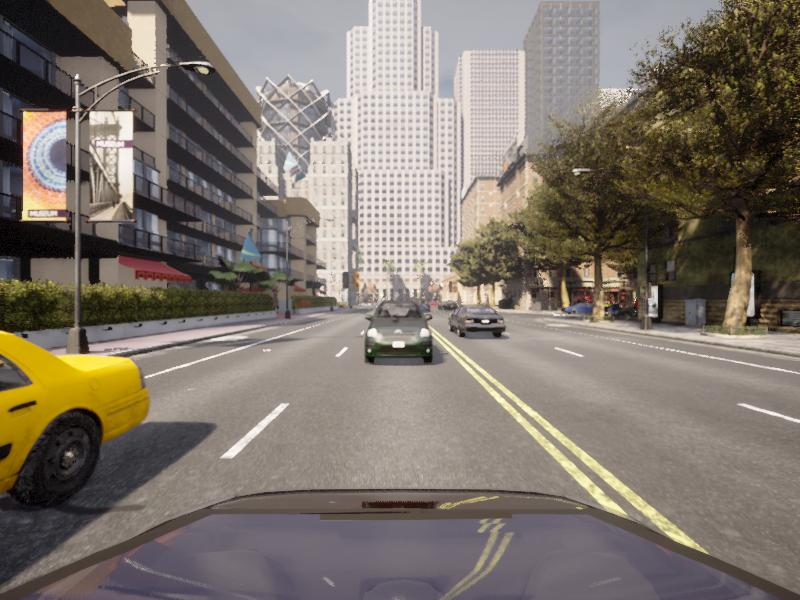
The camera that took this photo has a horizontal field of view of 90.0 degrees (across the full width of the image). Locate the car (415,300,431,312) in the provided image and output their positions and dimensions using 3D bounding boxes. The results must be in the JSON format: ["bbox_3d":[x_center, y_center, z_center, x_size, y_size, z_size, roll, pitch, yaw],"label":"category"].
[{"bbox_3d":[3.245,0.851,57.280,2.033,1.649,4.856,0,0,0],"label":"car"}]

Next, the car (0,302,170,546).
[{"bbox_3d":[-3.493,0.805,1.837,1.801,1.575,5.366,0,0,0],"label":"car"}]

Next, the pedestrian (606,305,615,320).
[{"bbox_3d":[15.395,0.903,29.251,0.500,1.100,0.500,0,0,17],"label":"pedestrian"}]

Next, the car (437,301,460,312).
[{"bbox_3d":[6.866,0.924,57.564,2.163,1.488,4.792,0,0,-7],"label":"car"}]

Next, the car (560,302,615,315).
[{"bbox_3d":[21.404,0.953,45.846,5.357,1.411,2.033,0,0,5],"label":"car"}]

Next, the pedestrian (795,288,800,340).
[{"bbox_3d":[14.699,0.504,14.139,0.751,1.860,0.751,0,0,0],"label":"pedestrian"}]

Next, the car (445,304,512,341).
[{"bbox_3d":[3.431,0.919,18.613,2.033,1.411,5.357,0,0,0],"label":"car"}]

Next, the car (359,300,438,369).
[{"bbox_3d":[-0.039,0.804,11.390,1.851,1.617,3.988,0,0,0],"label":"car"}]
